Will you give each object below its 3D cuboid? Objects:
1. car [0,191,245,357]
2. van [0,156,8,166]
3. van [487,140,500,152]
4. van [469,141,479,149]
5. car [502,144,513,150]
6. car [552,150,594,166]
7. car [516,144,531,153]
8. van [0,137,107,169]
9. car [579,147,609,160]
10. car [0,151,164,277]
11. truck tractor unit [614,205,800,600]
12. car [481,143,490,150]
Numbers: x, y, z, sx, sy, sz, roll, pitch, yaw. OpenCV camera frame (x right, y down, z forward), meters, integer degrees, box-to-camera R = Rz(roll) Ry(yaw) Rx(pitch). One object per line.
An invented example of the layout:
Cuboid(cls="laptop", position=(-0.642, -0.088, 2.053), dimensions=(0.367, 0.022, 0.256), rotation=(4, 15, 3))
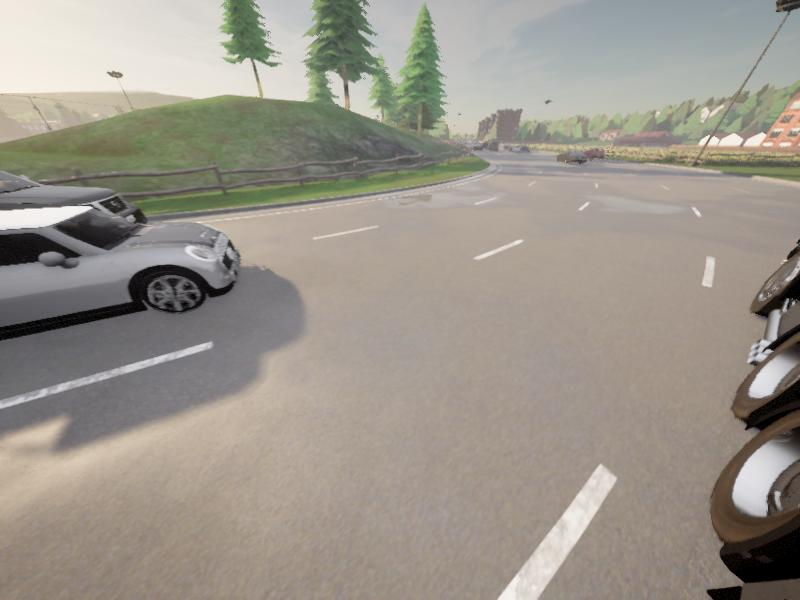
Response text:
Cuboid(cls="car", position=(-4.881, -0.577, 3.562), dimensions=(3.806, 1.475, 1.970), rotation=(-16, 38, -22))
Cuboid(cls="van", position=(-43.061, -14.013, 22.366), dimensions=(1.775, 1.987, 4.442), rotation=(6, 35, 8))
Cuboid(cls="van", position=(25.405, -42.065, 62.933), dimensions=(1.988, 2.561, 5.915), rotation=(6, 35, 8))
Cuboid(cls="van", position=(25.553, -53.460, 79.586), dimensions=(2.351, 2.431, 6.366), rotation=(6, 35, 8))
Cuboid(cls="car", position=(35.425, -50.549, 76.299), dimensions=(2.128, 1.511, 4.902), rotation=(6, 35, 8))
Cuboid(cls="car", position=(21.398, -17.913, 28.932), dimensions=(2.033, 1.411, 5.357), rotation=(5, 35, 7))
Cuboid(cls="car", position=(31.652, -38.950, 59.375), dimensions=(2.242, 1.667, 4.611), rotation=(6, 35, 8))
Cuboid(cls="van", position=(-35.665, -15.116, 23.623), dimensions=(2.351, 2.431, 6.366), rotation=(6, 35, 8))
Cuboid(cls="car", position=(29.942, -22.679, 35.775), dimensions=(1.845, 1.501, 3.633), rotation=(6, 35, 8))
Cuboid(cls="car", position=(-9.279, -1.725, 4.698), dimensions=(5.566, 2.045, 2.150), rotation=(-13, 37, -18))
Cuboid(cls="truck tractor unit", position=(5.009, -0.389, 0.923), dimensions=(6.516, 4.208, 3.053), rotation=(-22, 41, -29))
Cuboid(cls="car", position=(28.606, -51.659, 77.492), dimensions=(1.905, 1.878, 3.866), rotation=(6, 35, 8))
